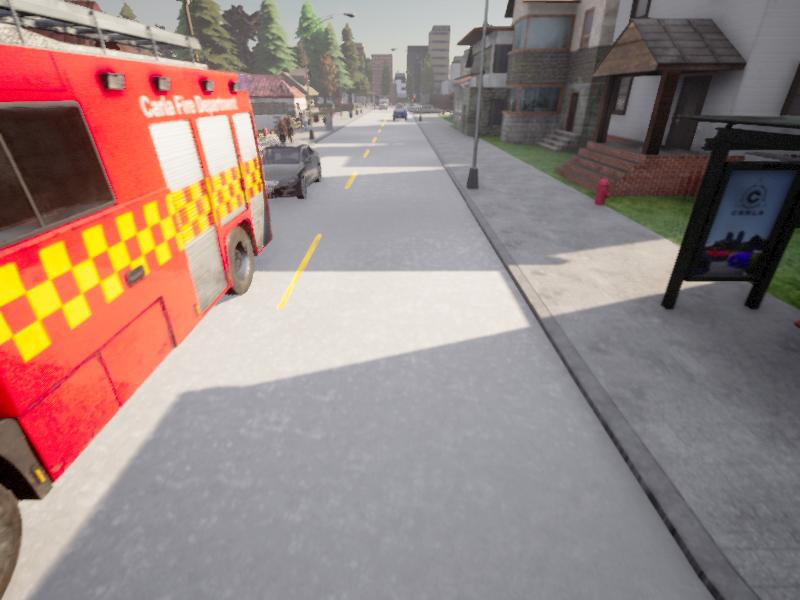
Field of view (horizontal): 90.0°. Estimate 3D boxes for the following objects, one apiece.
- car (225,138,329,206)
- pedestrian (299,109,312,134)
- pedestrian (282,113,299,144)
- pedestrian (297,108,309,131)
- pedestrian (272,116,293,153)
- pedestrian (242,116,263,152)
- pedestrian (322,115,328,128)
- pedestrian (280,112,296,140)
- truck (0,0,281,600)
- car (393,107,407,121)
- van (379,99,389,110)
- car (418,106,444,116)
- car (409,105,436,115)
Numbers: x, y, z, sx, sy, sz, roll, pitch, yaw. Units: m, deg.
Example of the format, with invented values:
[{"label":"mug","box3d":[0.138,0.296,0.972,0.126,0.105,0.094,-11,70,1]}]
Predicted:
[{"label":"car","box3d":[-4.001,-4.664,14.125,2.128,1.511,4.902,0,27,0]},{"label":"pedestrian","box3d":[-8.008,-15.153,33.965,0.751,1.860,0.751,-3,27,-6]},{"label":"pedestrian","box3d":[-7.281,-11.361,26.554,0.751,1.860,0.751,-2,27,-4]},{"label":"pedestrian","box3d":[-9.020,-16.763,37.113,0.751,1.860,0.751,0,27,1]},{"label":"pedestrian","box3d":[-6.597,-9.301,22.526,0.751,1.860,0.751,-2,27,-3]},{"label":"pedestrian","box3d":[-8.527,-9.635,23.186,0.751,1.860,0.751,-2,27,-5]},{"label":"pedestrian","box3d":[-7.588,-18.056,40.467,0.500,1.100,0.500,0,27,0]},{"label":"pedestrian","box3d":[-8.191,-12.744,29.258,0.751,1.860,0.751,-1,27,-3]},{"label":"truck","box3d":[-4.005,-0.750,3.935,2.891,3.827,8.468,0,27,0]},{"label":"car","box3d":[-0.015,-25.079,53.963,1.882,1.535,5.008,0,27,0]},{"label":"van","box3d":[-4.032,-49.342,100.873,2.351,2.431,6.366,0,27,0]},{"label":"car","box3d":[5.648,-34.283,72.497,4.514,1.525,2.007,0,27,0]},{"label":"car","box3d":[4.257,-36.105,75.970,4.611,1.667,2.242,-5,27,-9]}]
